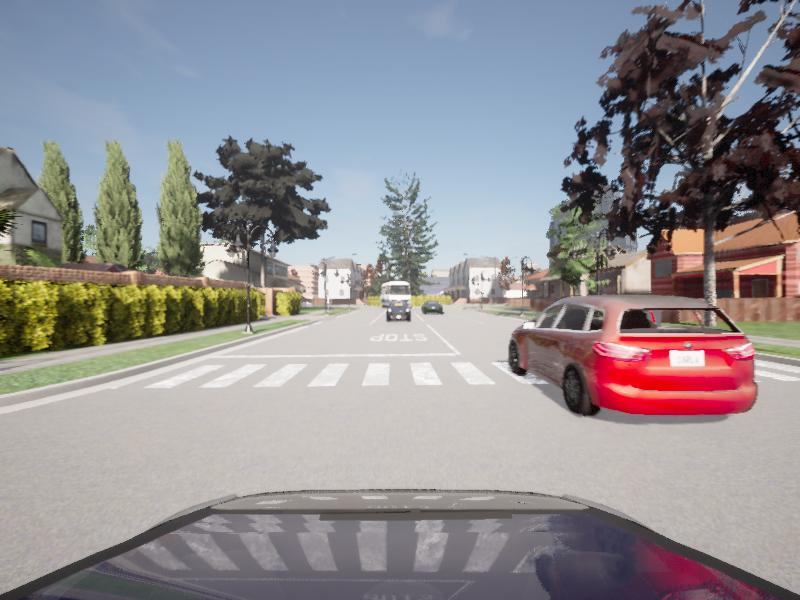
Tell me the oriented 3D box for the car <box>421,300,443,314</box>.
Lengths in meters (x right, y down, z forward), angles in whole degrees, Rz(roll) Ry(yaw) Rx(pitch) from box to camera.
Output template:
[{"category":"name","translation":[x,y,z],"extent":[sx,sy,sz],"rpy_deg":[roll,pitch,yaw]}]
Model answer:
[{"category":"car","translation":[3.369,0.750,42.400],"extent":[1.994,1.385,4.181],"rpy_deg":[0,0,0]}]

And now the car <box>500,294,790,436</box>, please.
[{"category":"car","translation":[3.468,0.747,7.013],"extent":[2.242,1.667,4.611],"rpy_deg":[0,0,0]}]

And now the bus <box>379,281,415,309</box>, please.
[{"category":"bus","translation":[-0.701,-0.758,64.445],"extent":[3.944,4.253,10.273],"rpy_deg":[0,0,-10]}]

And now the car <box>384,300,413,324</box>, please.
[{"category":"car","translation":[-0.093,0.755,27.548],"extent":[1.845,1.501,3.633],"rpy_deg":[0,0,0]}]
